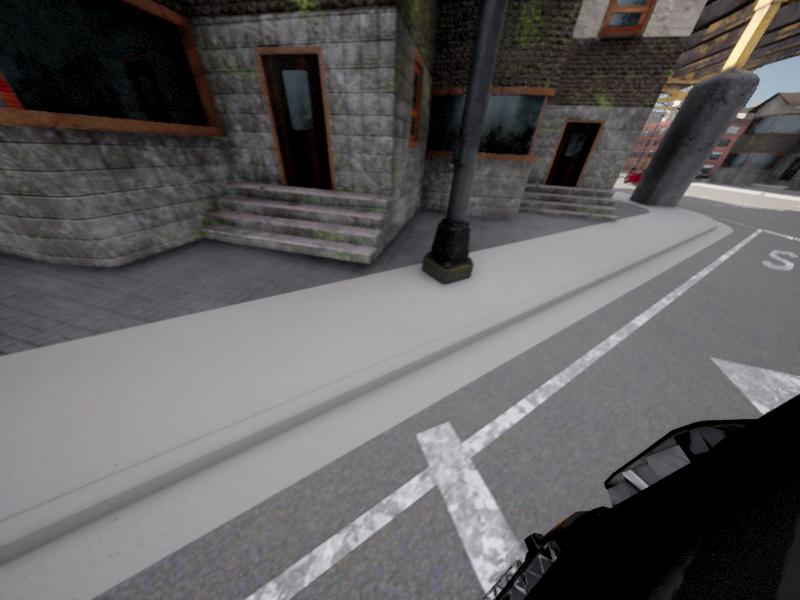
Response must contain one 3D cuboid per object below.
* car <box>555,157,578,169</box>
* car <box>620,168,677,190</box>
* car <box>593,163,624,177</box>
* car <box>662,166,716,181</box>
[{"bbox_3d":[35.153,-28.972,48.911,1.905,1.878,3.866,3,33,-1],"label":"car"},{"bbox_3d":[24.799,-12.318,23.297,1.816,1.474,4.193,10,34,11],"label":"car"},{"bbox_3d":[32.220,-20.240,35.867,1.970,1.475,3.806,10,34,11],"label":"car"},{"bbox_3d":[44.808,-19.739,36.054,4.974,1.542,2.038,30,42,34],"label":"car"}]
